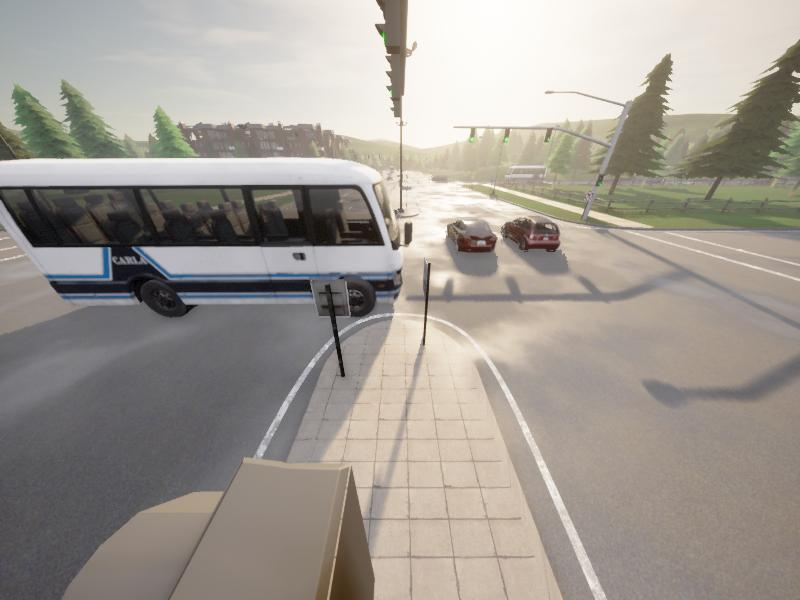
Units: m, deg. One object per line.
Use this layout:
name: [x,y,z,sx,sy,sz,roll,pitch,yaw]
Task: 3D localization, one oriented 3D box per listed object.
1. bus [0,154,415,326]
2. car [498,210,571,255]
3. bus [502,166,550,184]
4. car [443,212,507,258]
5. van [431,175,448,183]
bus: [-4.831,-2.080,7.462,10.273,4.253,3.944,0,30,0]
car: [7.568,-4.086,13.576,1.851,1.617,3.988,0,30,0]
bus: [34.340,-34.393,63.423,10.273,4.253,3.944,0,30,0]
car: [4.067,-3.985,13.528,2.163,1.488,4.792,0,30,0]
van: [11.457,-35.218,67.117,4.442,1.987,1.775,0,30,0]
